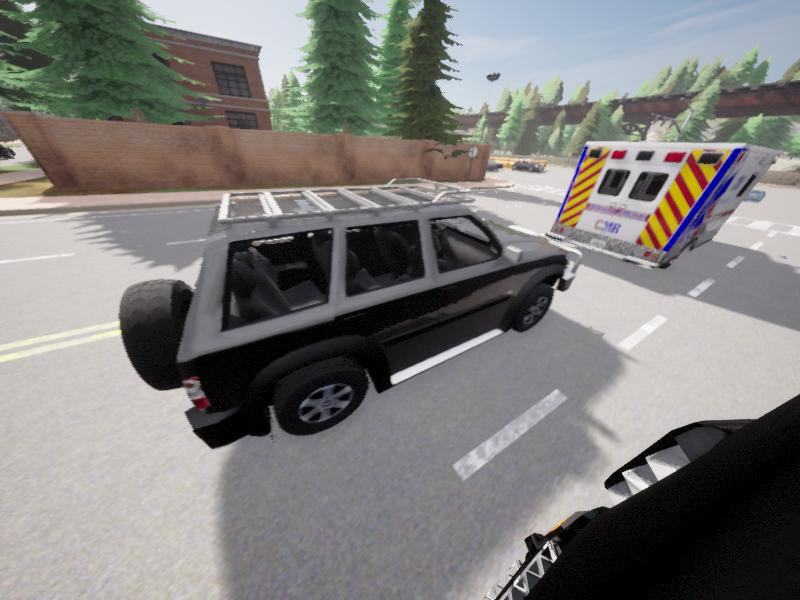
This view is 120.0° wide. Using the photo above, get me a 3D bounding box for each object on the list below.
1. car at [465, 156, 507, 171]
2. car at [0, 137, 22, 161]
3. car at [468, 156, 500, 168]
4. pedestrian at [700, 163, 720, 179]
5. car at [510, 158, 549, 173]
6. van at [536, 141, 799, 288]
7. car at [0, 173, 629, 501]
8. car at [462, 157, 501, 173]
[{"bbox_3d":[11.833,-19.091,32.203,2.033,1.411,5.357,-16,38,-26],"label":"car"},{"bbox_3d":[-30.890,-10.964,16.730,1.816,1.474,4.193,-15,37,-24],"label":"car"},{"bbox_3d":[13.028,-21.513,35.951,1.994,1.385,4.181,-18,39,-28],"label":"car"},{"bbox_3d":[42.415,-17.724,31.653,0.751,1.860,0.751,-15,38,-25],"label":"pedestrian"},{"bbox_3d":[17.010,-17.839,30.629,1.970,1.475,3.806,-16,38,-25],"label":"car"},{"bbox_3d":[7.099,-2.618,6.195,6.366,2.431,2.351,-16,38,-26],"label":"van"},{"bbox_3d":[0.110,-0.388,2.831,4.605,1.855,1.932,-16,38,-26],"label":"car"},{"bbox_3d":[10.088,-16.926,28.849,1.994,1.385,4.181,-16,38,-26],"label":"car"}]
